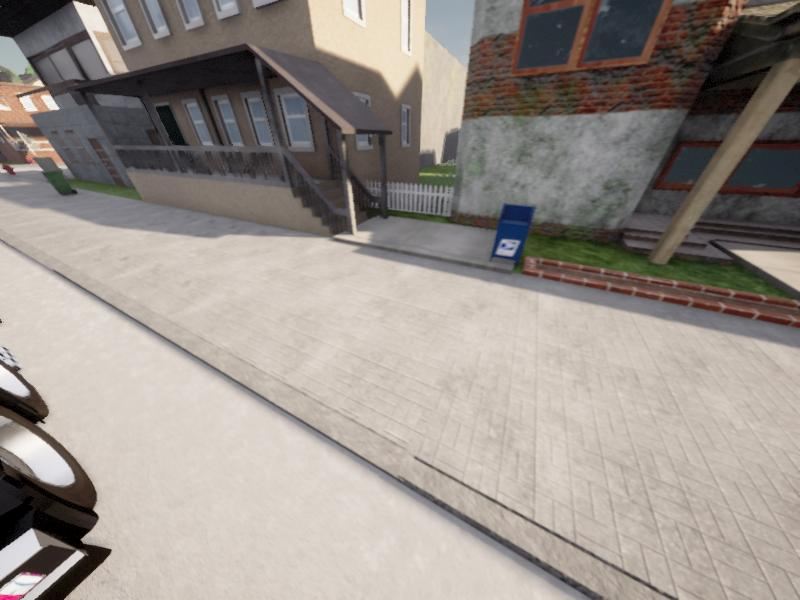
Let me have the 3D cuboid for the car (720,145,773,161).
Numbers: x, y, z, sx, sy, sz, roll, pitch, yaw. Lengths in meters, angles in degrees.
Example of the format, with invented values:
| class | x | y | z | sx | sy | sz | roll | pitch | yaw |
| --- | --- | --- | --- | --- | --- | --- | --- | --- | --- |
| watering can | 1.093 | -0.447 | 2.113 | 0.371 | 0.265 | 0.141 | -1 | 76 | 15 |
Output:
| class | x | y | z | sx | sy | sz | roll | pitch | yaw |
| --- | --- | --- | --- | --- | --- | --- | --- | --- | --- |
| car | 41.141 | -17.634 | 27.612 | 1.845 | 1.501 | 3.633 | 16 | 38 | 22 |

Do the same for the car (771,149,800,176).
| class | x | y | z | sx | sy | sz | roll | pitch | yaw |
| --- | --- | --- | --- | --- | --- | --- | --- | --- | --- |
| car | 29.589 | -9.478 | 16.030 | 1.837 | 1.490 | 4.892 | 16 | 39 | 22 |

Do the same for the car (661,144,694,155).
| class | x | y | z | sx | sy | sz | roll | pitch | yaw |
| --- | --- | --- | --- | --- | --- | --- | --- | --- | --- |
| car | 49.439 | -26.985 | 41.334 | 1.801 | 1.575 | 5.366 | 16 | 38 | 22 |

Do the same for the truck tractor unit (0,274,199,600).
| class | x | y | z | sx | sy | sz | roll | pitch | yaw |
| --- | --- | --- | --- | --- | --- | --- | --- | --- | --- |
| truck tractor unit | -5.132 | -0.278 | 0.756 | 6.516 | 4.208 | 3.053 | 17 | 39 | 23 |
